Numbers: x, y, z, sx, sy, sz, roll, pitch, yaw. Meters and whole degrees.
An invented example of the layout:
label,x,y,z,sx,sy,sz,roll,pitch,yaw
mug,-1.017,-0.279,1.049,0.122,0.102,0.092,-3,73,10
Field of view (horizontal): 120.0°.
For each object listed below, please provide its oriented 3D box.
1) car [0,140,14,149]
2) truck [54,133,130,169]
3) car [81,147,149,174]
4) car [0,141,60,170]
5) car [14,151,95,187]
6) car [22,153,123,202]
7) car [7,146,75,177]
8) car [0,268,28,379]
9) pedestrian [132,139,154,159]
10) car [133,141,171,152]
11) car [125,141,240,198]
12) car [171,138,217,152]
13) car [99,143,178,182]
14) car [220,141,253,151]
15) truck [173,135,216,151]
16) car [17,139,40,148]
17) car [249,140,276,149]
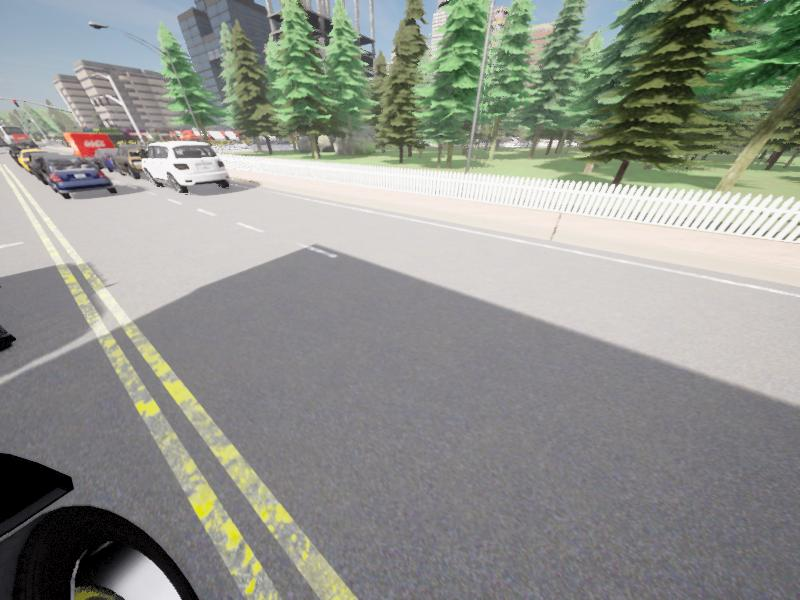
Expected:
label,x,y,z,sx,sy,sz,roll,pitch,yaw
car,-84.857,-33.211,49.265,4.514,1.525,2.007,21,40,27
truck,-27.843,-13.607,20.924,5.204,2.467,2.627,22,40,27
car,-22.568,-11.124,18.292,4.792,1.488,2.163,21,40,27
car,-31.907,-12.532,19.880,4.605,1.855,1.932,21,40,27
car,-20.301,-7.795,13.580,4.193,1.474,1.816,21,40,27
car,-15.071,-5.770,10.669,3.705,1.549,1.789,21,40,27
car,-26.078,-10.114,16.744,5.366,1.575,1.801,21,40,27
car,-6.547,0.049,2.525,3.806,1.475,1.970,22,40,27
pedestrian,-28.184,-16.584,25.377,0.751,1.860,0.751,22,41,28
car,-43.658,-27.092,40.733,1.851,1.617,3.988,22,41,28
car,-11.067,-6.828,11.773,5.566,2.045,2.150,21,40,27
car,-37.826,-28.668,42.633,2.150,2.045,5.566,20,40,26
car,-17.163,-9.159,15.192,4.605,1.855,1.932,21,40,27
car,-33.799,-32.049,47.919,2.038,1.542,4.974,20,40,26
truck,-39.924,-30.692,45.138,2.627,2.467,5.204,20,39,26
car,-83.311,-35.112,51.818,5.238,1.638,1.930,21,40,27
car,-32.556,-36.932,54.769,2.033,1.649,4.856,20,40,26
